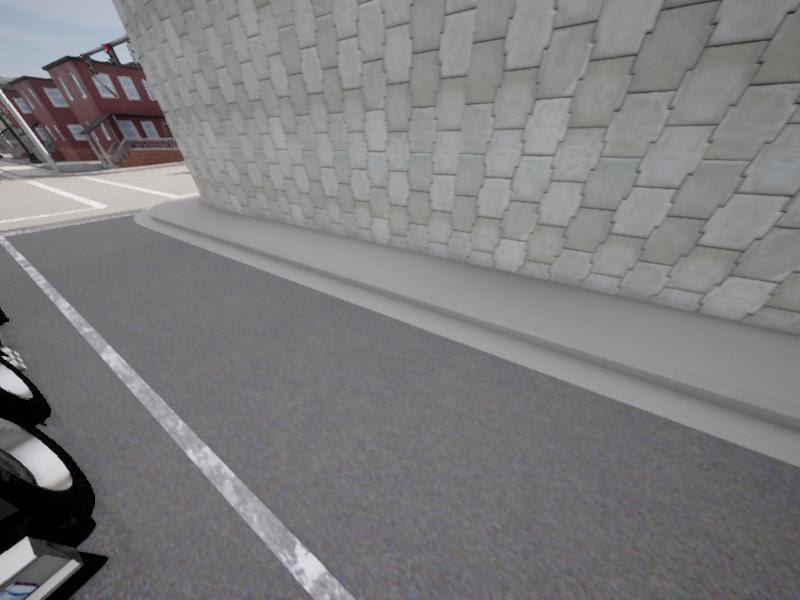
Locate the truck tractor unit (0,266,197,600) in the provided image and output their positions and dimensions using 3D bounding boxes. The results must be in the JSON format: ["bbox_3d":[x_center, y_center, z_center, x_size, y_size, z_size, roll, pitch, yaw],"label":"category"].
[{"bbox_3d":[-5.115,-0.294,0.788,6.516,4.208,3.053,18,39,24],"label":"truck tractor unit"}]
